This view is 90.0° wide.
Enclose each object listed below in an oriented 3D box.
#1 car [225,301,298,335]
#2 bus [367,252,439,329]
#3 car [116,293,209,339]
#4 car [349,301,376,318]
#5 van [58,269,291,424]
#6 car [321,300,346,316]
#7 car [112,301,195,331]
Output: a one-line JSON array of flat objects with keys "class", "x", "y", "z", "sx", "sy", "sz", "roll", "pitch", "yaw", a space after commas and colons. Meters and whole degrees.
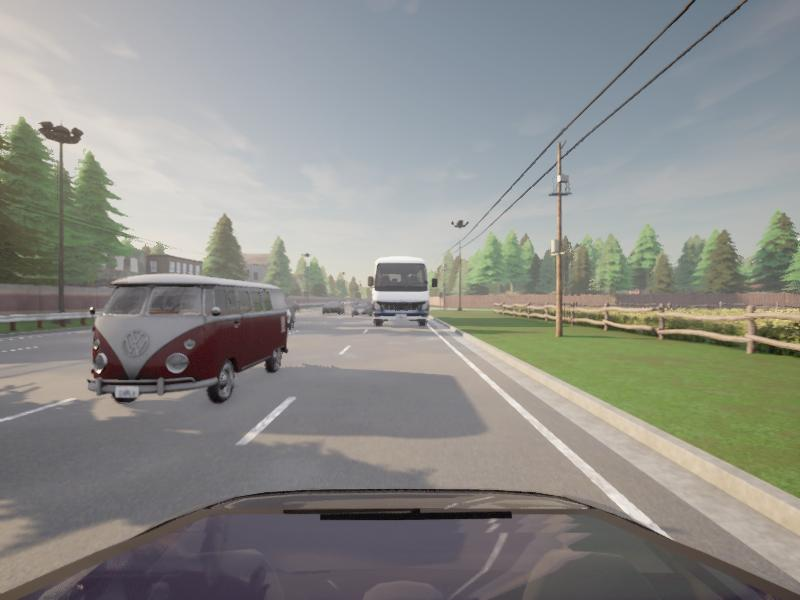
[{"class": "car", "x": -7.002, "y": 0.827, "z": 20.864, "sx": 2.038, "sy": 1.542, "sz": 4.974, "roll": 0, "pitch": 0, "yaw": 0}, {"class": "bus", "x": 0.124, "y": -0.533, "z": 27.188, "sx": 3.944, "sy": 4.253, "sz": 10.273, "roll": 0, "pitch": 0, "yaw": -1}, {"class": "car", "x": -10.500, "y": 0.646, "z": 18.045, "sx": 1.905, "sy": 1.878, "sz": 3.866, "roll": 0, "pitch": 0, "yaw": 0}, {"class": "car", "x": -3.502, "y": 0.836, "z": 37.976, "sx": 2.128, "sy": 1.511, "sz": 4.902, "roll": 0, "pitch": 0, "yaw": 0}, {"class": "van", "x": -3.500, "y": 0.599, "z": 7.346, "sx": 1.775, "sy": 1.987, "sz": 4.442, "roll": 0, "pitch": 0, "yaw": 0}, {"class": "car", "x": -7.028, "y": 0.823, "z": 42.574, "sx": 1.882, "sy": 1.535, "sz": 5.008, "roll": 0, "pitch": 0, "yaw": 0}, {"class": "car", "x": -13.999, "y": 0.829, "z": 23.092, "sx": 2.007, "sy": 1.525, "sz": 4.514, "roll": 0, "pitch": 0, "yaw": 0}]
